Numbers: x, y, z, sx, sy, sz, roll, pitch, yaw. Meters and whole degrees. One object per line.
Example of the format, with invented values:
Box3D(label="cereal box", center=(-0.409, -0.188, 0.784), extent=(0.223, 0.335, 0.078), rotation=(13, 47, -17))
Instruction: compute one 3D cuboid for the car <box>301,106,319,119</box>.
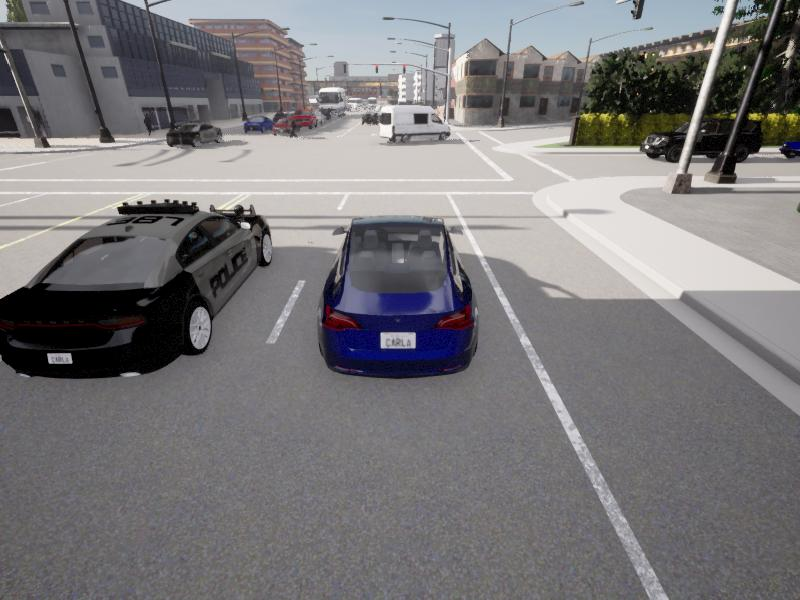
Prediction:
Box3D(label="car", center=(-14.424, -30.216, 64.393), extent=(1.882, 1.535, 5.008), rotation=(0, 28, 0))

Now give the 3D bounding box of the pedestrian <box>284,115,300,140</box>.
Box3D(label="pedestrian", center=(-8.908, -14.260, 33.008), extent=(0.751, 1.860, 0.751), rotation=(23, 35, 39))

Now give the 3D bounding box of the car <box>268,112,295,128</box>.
Box3D(label="car", center=(-14.316, -21.887, 48.587), extent=(1.837, 1.490, 4.892), rotation=(0, 27, 0))

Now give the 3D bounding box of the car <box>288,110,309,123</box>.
Box3D(label="car", center=(-14.374, -26.103, 56.823), extent=(1.994, 1.385, 4.181), rotation=(0, 28, 0))

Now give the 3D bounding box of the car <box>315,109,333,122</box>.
Box3D(label="car", center=(-10.876, -26.558, 57.570), extent=(1.816, 1.474, 4.193), rotation=(0, 28, 0))

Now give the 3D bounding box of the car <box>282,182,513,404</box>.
Box3D(label="car", center=(-0.033, -0.602, 6.211), extent=(2.163, 1.488, 4.792), rotation=(0, 27, 0))

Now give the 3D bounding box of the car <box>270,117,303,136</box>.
Box3D(label="car", center=(-10.726, -16.535, 38.052), extent=(1.812, 1.442, 4.674), rotation=(0, 27, 0))

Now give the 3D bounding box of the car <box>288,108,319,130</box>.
Box3D(label="car", center=(-10.792, -20.501, 45.272), extent=(2.150, 2.045, 5.566), rotation=(0, 27, 0))

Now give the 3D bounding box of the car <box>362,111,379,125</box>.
Box3D(label="car", center=(-3.847, -23.864, 52.360), extent=(1.882, 1.535, 5.008), rotation=(0, 27, 0))

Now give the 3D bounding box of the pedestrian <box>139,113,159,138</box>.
Box3D(label="pedestrian", center=(-20.853, -14.534, 33.241), extent=(0.751, 1.860, 0.751), rotation=(-1, 26, -2))

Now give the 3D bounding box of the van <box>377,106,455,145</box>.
Box3D(label="van", center=(1.281, -13.649, 31.065), extent=(5.915, 2.561, 1.988), rotation=(-17, 31, -31))

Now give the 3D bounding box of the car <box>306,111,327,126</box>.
Box3D(label="car", center=(-10.839, -23.679, 52.104), extent=(1.812, 1.442, 4.674), rotation=(0, 27, 0))

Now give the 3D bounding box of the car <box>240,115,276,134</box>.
Box3D(label="car", center=(-14.270, -17.805, 40.482), extent=(1.882, 1.535, 5.008), rotation=(0, 27, 0))

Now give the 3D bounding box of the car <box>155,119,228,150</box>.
Box3D(label="car", center=(-14.552, -11.798, 28.365), extent=(1.930, 1.638, 5.238), rotation=(3, 27, 5))

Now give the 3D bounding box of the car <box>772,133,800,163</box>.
Box3D(label="car", center=(23.275, -8.123, 21.336), extent=(4.718, 1.301, 1.895), rotation=(0, 26, 0))

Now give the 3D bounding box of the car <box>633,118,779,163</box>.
Box3D(label="car", center=(15.942, -8.466, 21.182), extent=(5.566, 2.045, 2.150), rotation=(0, 26, 0))

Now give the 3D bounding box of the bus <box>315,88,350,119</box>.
Box3D(label="bus", center=(-10.816, -32.433, 65.681), extent=(3.944, 4.253, 10.273), rotation=(0, 28, 0))

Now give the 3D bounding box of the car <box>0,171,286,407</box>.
Box3D(label="car", center=(-3.525, -0.752, 6.335), extent=(1.930, 1.638, 5.238), rotation=(0, 27, 0))
